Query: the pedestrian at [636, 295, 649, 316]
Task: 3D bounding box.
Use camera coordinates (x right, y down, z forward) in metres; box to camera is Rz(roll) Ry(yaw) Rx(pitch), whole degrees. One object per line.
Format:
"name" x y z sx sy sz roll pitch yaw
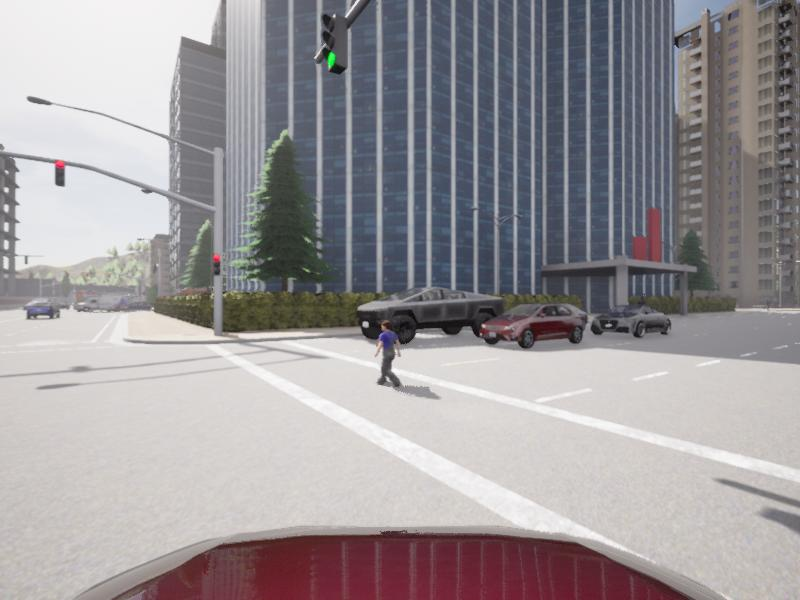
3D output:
"pedestrian" 21.695 0.520 35.806 0.751 1.860 0.751 0 0 -35

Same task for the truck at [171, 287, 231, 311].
"truck" -32.615 -0.165 65.752 8.468 3.827 2.891 0 0 -35

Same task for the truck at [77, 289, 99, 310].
"truck" -60.509 -0.136 77.690 2.891 3.827 8.468 0 0 -34

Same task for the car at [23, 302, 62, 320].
"car" -32.619 0.933 36.639 2.007 1.525 4.514 0 0 -33

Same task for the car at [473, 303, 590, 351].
"car" 4.773 0.853 14.352 4.193 1.474 1.816 0 0 -34

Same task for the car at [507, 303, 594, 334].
"car" 7.834 0.879 20.649 4.674 1.442 1.812 0 0 -34

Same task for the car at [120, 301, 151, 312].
"car" -41.949 0.984 63.518 3.988 1.617 1.851 0 0 -35

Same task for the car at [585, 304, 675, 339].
"car" 10.565 0.912 18.282 4.181 1.385 1.994 0 0 -35

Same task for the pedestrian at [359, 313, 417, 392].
"pedestrian" -0.204 0.908 7.267 0.751 1.300 0.751 0 0 36

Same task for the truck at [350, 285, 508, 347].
"truck" 1.323 0.545 16.246 6.274 2.098 2.390 0 0 -34

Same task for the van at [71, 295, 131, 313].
"van" -42.082 0.523 56.524 2.351 2.431 6.366 -1 0 25
